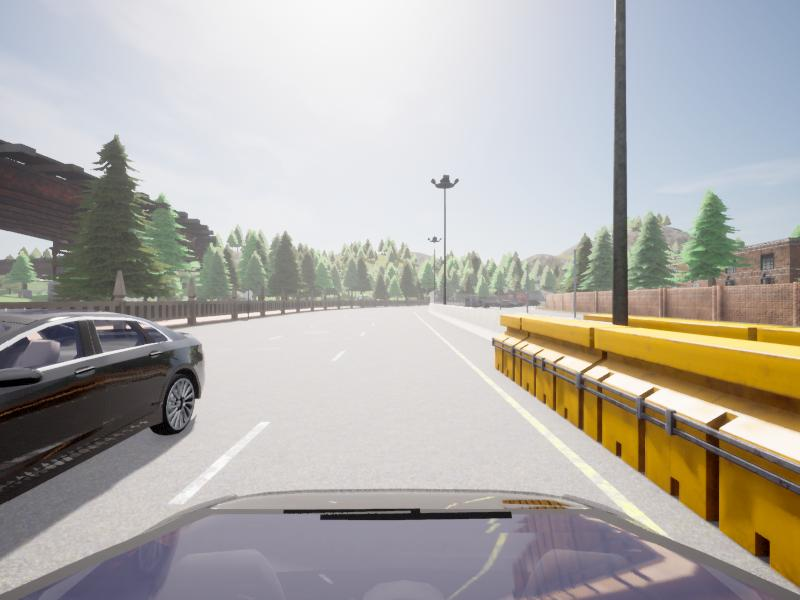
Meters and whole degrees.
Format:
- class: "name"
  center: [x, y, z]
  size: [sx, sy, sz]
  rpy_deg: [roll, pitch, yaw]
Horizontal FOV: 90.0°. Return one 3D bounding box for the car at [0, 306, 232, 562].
- class: "car"
  center: [-3.500, 0.837, 3.363]
  size: [2.128, 1.511, 4.902]
  rpy_deg: [0, 0, 0]
